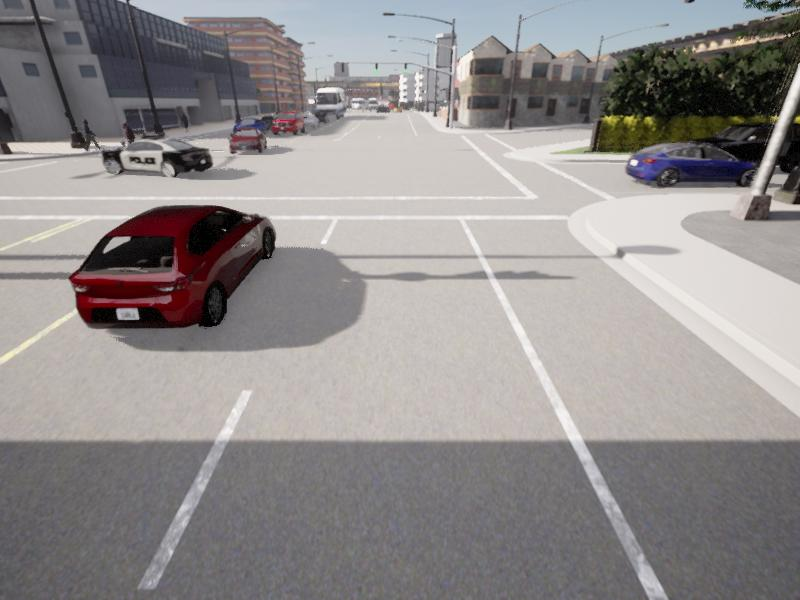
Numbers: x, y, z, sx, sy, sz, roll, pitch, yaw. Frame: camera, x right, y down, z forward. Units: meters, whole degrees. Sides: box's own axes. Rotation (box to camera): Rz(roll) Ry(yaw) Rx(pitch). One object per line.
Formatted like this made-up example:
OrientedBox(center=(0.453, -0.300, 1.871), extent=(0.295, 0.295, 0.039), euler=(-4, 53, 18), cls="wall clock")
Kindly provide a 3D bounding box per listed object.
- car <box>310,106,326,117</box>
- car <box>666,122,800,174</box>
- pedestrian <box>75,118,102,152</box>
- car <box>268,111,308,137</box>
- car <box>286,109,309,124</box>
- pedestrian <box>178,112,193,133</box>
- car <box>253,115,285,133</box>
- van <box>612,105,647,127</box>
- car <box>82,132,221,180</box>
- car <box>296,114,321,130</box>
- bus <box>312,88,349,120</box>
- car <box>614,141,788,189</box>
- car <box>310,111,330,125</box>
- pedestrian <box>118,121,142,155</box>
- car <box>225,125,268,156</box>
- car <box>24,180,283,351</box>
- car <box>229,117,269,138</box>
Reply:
OrientedBox(center=(-14.278, -32.913, 69.776), extent=(1.812, 1.442, 4.674), euler=(0, 27, 0), cls="car")
OrientedBox(center=(16.007, -7.040, 18.441), extent=(5.566, 2.045, 2.150), euler=(0, 26, 0), cls="car")
OrientedBox(center=(-19.024, -10.088, 24.468), extent=(0.751, 1.860, 0.751), euler=(-16, 30, -29), cls="pedestrian")
OrientedBox(center=(-10.649, -17.008, 38.511), extent=(2.150, 2.045, 5.566), euler=(0, 26, 0), cls="car")
OrientedBox(center=(-14.221, -25.593, 55.762), extent=(1.882, 1.535, 5.008), euler=(0, 28, 0), cls="car")
OrientedBox(center=(-21.116, -17.539, 39.448), extent=(0.751, 1.860, 0.751), euler=(-5, 27, -11), cls="pedestrian")
OrientedBox(center=(-14.173, -19.268, 43.627), extent=(1.837, 1.490, 4.892), euler=(0, 27, 0), cls="car")
OrientedBox(center=(31.412, -25.242, 54.663), extent=(1.988, 2.561, 5.915), euler=(24, 35, 39), cls="van")
OrientedBox(center=(-11.046, -6.526, 17.938), extent=(5.238, 1.638, 1.930), euler=(8, 27, 14), cls="car")
OrientedBox(center=(-10.684, -20.931, 46.912), extent=(1.812, 1.442, 4.674), euler=(0, 27, 0), cls="car")
OrientedBox(center=(-10.634, -30.977, 63.026), extent=(3.944, 4.253, 10.273), euler=(0, 28, 0), cls="bus")
OrientedBox(center=(11.408, -5.286, 15.539), extent=(4.792, 1.488, 2.163), euler=(0, 26, 0), cls="car")
OrientedBox(center=(-10.711, -24.528, 53.804), extent=(1.816, 1.474, 4.193), euler=(0, 28, 0), cls="car")
OrientedBox(center=(-16.387, -9.846, 24.318), extent=(0.751, 1.860, 0.751), euler=(-16, 31, -30), cls="pedestrian")
OrientedBox(center=(-9.835, -10.390, 25.933), extent=(1.812, 1.442, 4.674), euler=(-5, 27, -10), cls="car")
OrientedBox(center=(-3.546, -0.928, 6.926), extent=(1.816, 1.474, 4.193), euler=(0, 27, -1), cls="car")
OrientedBox(center=(-14.154, -16.377, 37.822), extent=(1.882, 1.535, 5.008), euler=(0, 27, 0), cls="car")
